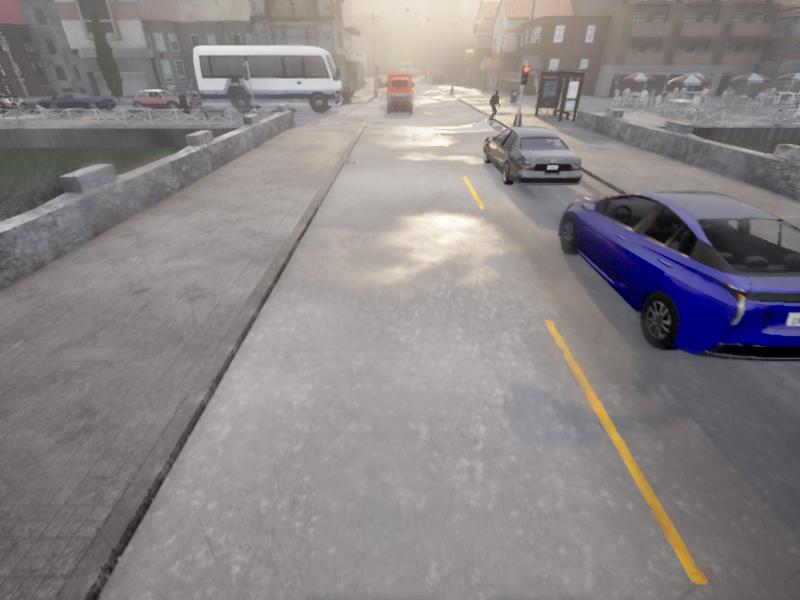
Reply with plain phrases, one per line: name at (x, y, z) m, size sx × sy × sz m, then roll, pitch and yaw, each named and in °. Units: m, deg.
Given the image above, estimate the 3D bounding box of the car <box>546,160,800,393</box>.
car at (4.002, -0.800, 5.858) m, size 2.007 × 1.525 × 4.514 m, roll 0°, pitch 30°, yaw 0°

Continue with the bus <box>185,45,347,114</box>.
bus at (-9.388, -16.357, 29.750) m, size 10.273 × 4.253 × 3.944 m, roll 0°, pitch 30°, yaw -1°

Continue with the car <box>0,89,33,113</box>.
car at (-30.819, -15.069, 30.288) m, size 3.806 × 1.475 × 1.970 m, roll 0°, pitch 30°, yaw 0°

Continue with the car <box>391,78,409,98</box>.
car at (-0.013, -23.823, 44.851) m, size 1.905 × 1.878 × 3.866 m, roll 0°, pitch 30°, yaw 0°

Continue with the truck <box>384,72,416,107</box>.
truck at (-0.006, -19.227, 36.399) m, size 2.627 × 2.467 × 5.204 m, roll 0°, pitch 31°, yaw 0°

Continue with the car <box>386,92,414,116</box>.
car at (-0.005, -14.611, 29.695) m, size 1.895 × 1.301 × 4.718 m, roll 0°, pitch 30°, yaw 0°

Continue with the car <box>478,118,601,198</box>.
car at (3.989, -4.693, 12.644) m, size 2.033 × 1.411 × 5.357 m, roll 0°, pitch 30°, yaw 0°

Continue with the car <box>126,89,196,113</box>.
car at (-18.006, -15.065, 30.285) m, size 3.806 × 1.475 × 1.970 m, roll 0°, pitch 30°, yaw 0°

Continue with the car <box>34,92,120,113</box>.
car at (-24.371, -14.991, 30.337) m, size 4.718 × 1.301 × 1.895 m, roll 0°, pitch 30°, yaw 0°

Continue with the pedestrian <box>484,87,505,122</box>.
pedestrian at (5.828, -12.068, 24.741) m, size 0.751 × 1.860 × 0.751 m, roll -19°, pitch 35°, yaw -29°

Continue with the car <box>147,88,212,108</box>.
car at (-18.517, -17.042, 33.771) m, size 4.181 × 1.385 × 1.994 m, roll 0°, pitch 30°, yaw 0°
